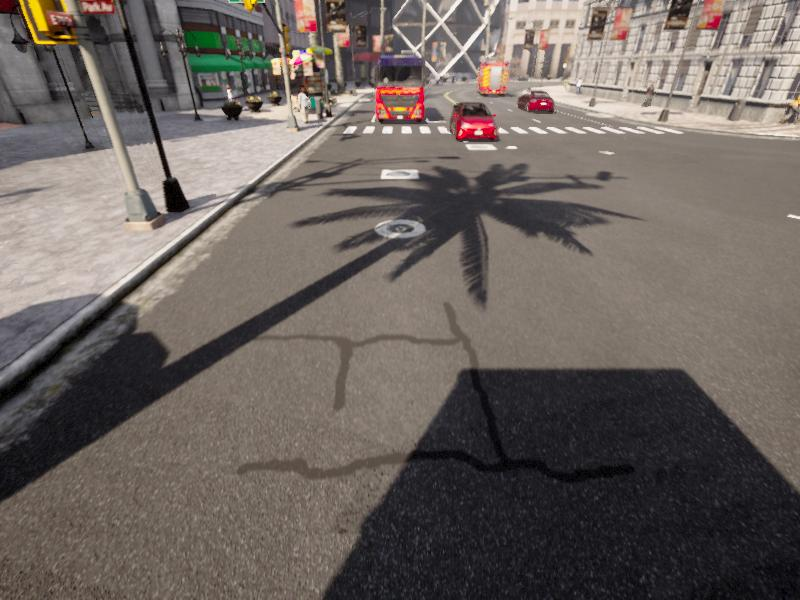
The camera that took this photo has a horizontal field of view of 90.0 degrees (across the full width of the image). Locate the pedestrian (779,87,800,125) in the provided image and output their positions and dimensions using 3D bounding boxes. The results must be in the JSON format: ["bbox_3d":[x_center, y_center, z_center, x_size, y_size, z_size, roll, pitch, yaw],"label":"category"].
[{"bbox_3d":[22.281,-10.868,22.399,0.751,1.860,0.751,8,31,14],"label":"pedestrian"}]

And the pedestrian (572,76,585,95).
[{"bbox_3d":[20.030,-24.078,44.982,0.751,1.860,0.751,1,30,2],"label":"pedestrian"}]

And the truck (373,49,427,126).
[{"bbox_3d":[0.004,-14.027,26.197,2.891,3.827,8.468,0,30,0],"label":"truck"}]

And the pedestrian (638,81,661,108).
[{"bbox_3d":[19.446,-16.039,31.239,0.751,1.860,0.751,-6,31,-9],"label":"pedestrian"}]

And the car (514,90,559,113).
[{"bbox_3d":[10.563,-15.541,31.221,1.994,1.385,4.181,0,30,-1],"label":"car"}]

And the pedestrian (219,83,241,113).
[{"bbox_3d":[-11.942,-14.254,28.196,0.751,1.860,0.751,12,32,19],"label":"pedestrian"}]

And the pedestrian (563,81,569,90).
[{"bbox_3d":[22.537,-29.069,54.269,0.500,1.100,0.500,12,32,20],"label":"pedestrian"}]

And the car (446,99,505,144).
[{"bbox_3d":[3.508,-8.831,19.591,2.007,1.525,4.514,0,30,0],"label":"car"}]

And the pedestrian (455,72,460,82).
[{"bbox_3d":[11.718,-45.469,81.551,0.751,1.860,0.751,-23,37,-34],"label":"pedestrian"}]

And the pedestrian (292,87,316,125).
[{"bbox_3d":[-5.328,-10.804,22.281,0.751,1.860,0.751,18,35,27],"label":"pedestrian"}]

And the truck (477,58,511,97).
[{"bbox_3d":[11.164,-26.939,48.274,2.891,3.827,8.468,3,30,6],"label":"truck"}]
